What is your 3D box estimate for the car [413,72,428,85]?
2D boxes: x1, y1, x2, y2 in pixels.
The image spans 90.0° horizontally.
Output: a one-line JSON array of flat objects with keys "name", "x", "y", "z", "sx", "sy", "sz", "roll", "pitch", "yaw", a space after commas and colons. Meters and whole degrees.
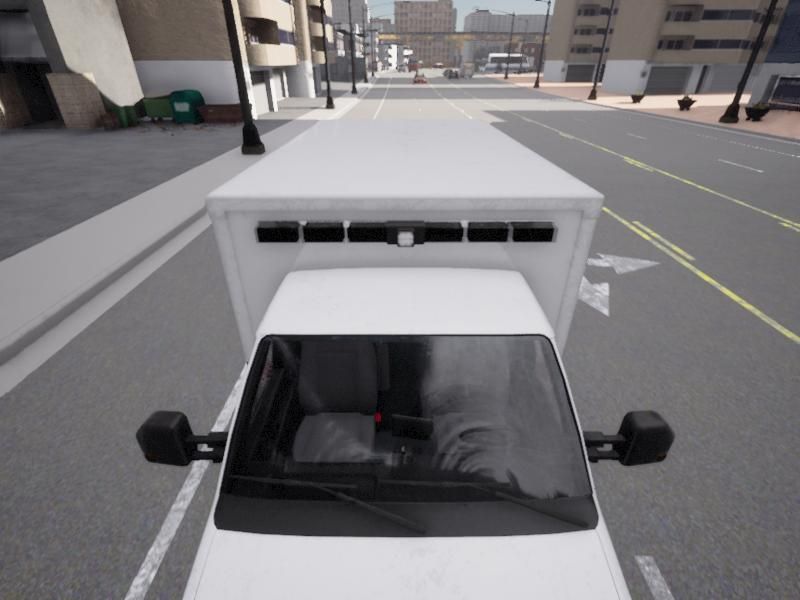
[{"name": "car", "x": 3.377, "y": -37.300, "z": 67.450, "sx": 2.242, "sy": 1.667, "sz": 4.611, "roll": 0, "pitch": 32, "yaw": 0}]

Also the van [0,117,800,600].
[{"name": "van", "x": 0.028, "y": -0.042, "z": 3.724, "sx": 2.351, "sy": 2.431, "sz": 6.366, "roll": 0, "pitch": 30, "yaw": 0}]

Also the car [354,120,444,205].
[{"name": "car", "x": -0.025, "y": -4.311, "z": 12.024, "sx": 2.128, "sy": 1.511, "sz": 4.902, "roll": 0, "pitch": 30, "yaw": 0}]

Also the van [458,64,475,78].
[{"name": "van", "x": 13.848, "y": -47.853, "z": 83.456, "sx": 2.351, "sy": 2.431, "sz": 6.366, "roll": 0, "pitch": 32, "yaw": 0}]
